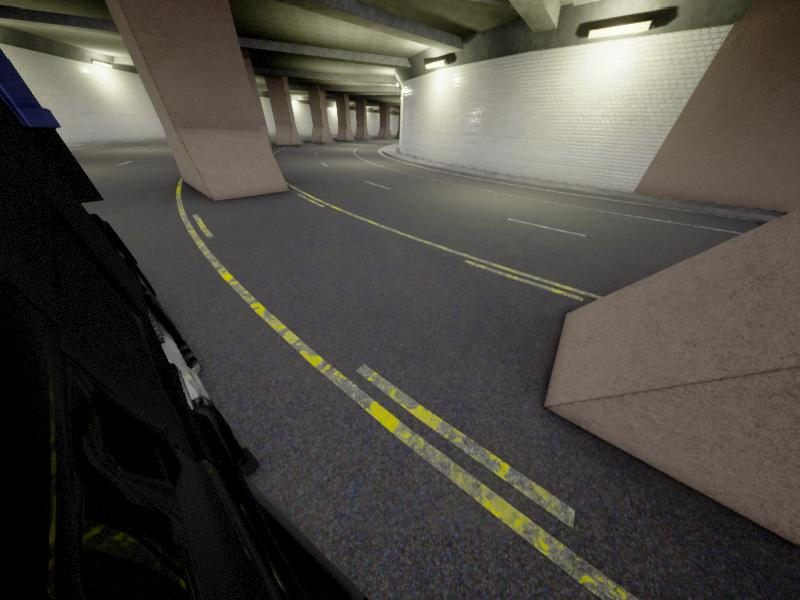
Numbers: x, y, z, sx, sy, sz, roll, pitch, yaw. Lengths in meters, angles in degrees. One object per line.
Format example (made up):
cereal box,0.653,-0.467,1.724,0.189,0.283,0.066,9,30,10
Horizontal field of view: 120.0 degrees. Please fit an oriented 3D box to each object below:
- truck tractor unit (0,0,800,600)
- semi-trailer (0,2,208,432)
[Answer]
truck tractor unit,-2.645,-0.295,0.352,6.516,4.208,3.053,28,44,30
semi-trailer,-9.061,-3.330,3.833,14.254,4.402,2.717,24,42,26
